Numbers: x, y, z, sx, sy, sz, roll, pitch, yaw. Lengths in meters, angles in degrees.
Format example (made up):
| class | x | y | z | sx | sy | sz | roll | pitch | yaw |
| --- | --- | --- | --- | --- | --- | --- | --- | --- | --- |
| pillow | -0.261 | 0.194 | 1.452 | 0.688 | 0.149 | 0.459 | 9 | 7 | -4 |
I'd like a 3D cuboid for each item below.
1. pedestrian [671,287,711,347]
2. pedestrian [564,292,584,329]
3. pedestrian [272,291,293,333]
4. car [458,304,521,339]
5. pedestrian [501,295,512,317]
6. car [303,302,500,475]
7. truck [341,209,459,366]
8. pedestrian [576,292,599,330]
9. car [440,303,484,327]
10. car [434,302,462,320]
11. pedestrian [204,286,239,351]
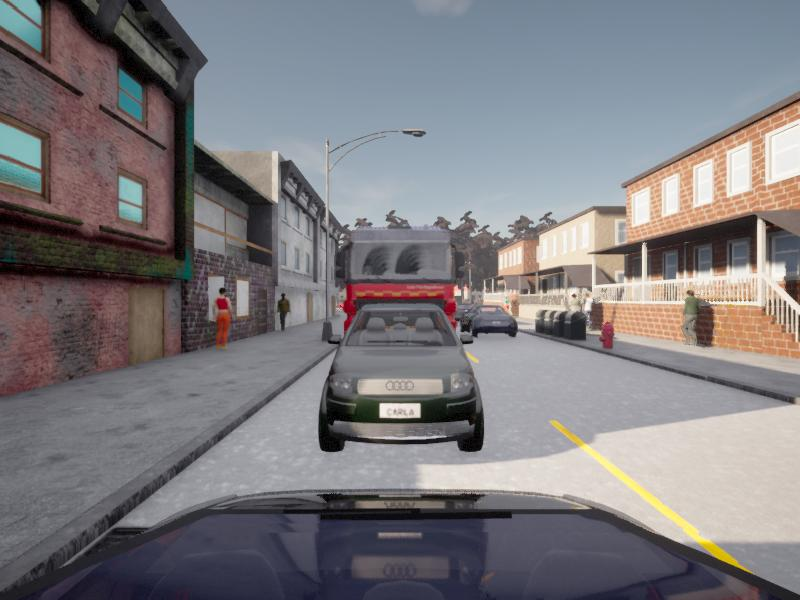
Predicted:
| class | x | y | z | sx | sy | sz | roll | pitch | yaw |
| --- | --- | --- | --- | --- | --- | --- | --- | --- | --- |
| pedestrian | 9.221 | 0.533 | 12.703 | 0.751 | 1.860 | 0.751 | 0 | 0 | 0 |
| pedestrian | 8.835 | 0.533 | 20.332 | 0.751 | 1.860 | 0.751 | 0 | 0 | 3 |
| pedestrian | -5.307 | 0.533 | 18.141 | 0.751 | 1.860 | 0.751 | 0 | 0 | -3 |
| car | 3.987 | 0.907 | 18.568 | 1.994 | 1.385 | 4.181 | 0 | 0 | 0 |
| pedestrian | 9.234 | 0.533 | 34.750 | 0.751 | 1.860 | 0.751 | 0 | 0 | -1 |
| car | 0.007 | 0.815 | 5.489 | 1.789 | 1.549 | 3.705 | 0 | 0 | 0 |
| truck | -0.010 | -0.324 | 14.016 | 2.891 | 3.827 | 8.468 | 0 | 0 | 0 |
| pedestrian | 9.215 | 0.533 | 19.658 | 0.751 | 1.860 | 0.751 | 0 | 0 | -2 |
| car | 3.970 | 0.895 | 26.452 | 2.033 | 1.411 | 5.357 | 0 | 0 | 0 |
| car | 3.915 | 0.870 | 33.546 | 1.812 | 1.442 | 4.674 | 0 | 0 | 0 |
| pedestrian | -5.248 | 0.533 | 11.812 | 0.751 | 1.860 | 0.751 | 0 | 0 | -7 |
